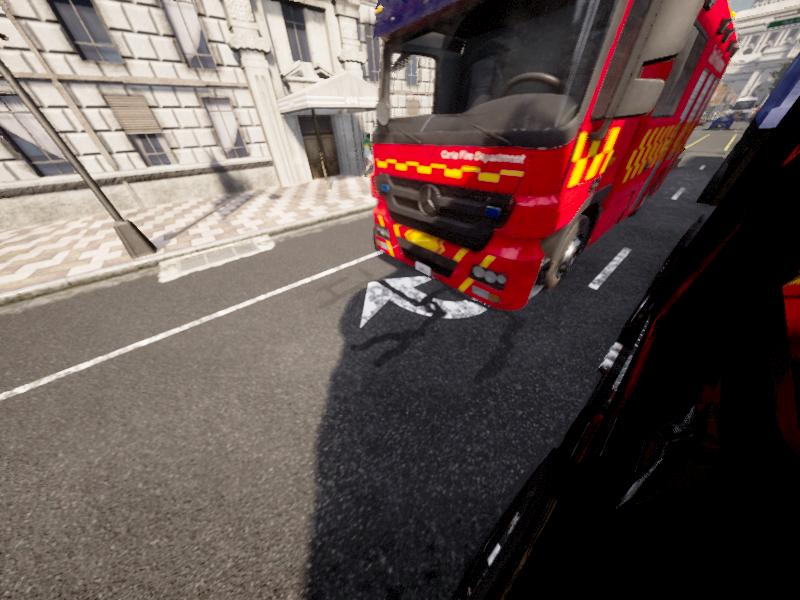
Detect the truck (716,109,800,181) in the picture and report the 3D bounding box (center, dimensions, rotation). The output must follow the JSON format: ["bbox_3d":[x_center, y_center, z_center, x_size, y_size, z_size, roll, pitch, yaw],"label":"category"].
[{"bbox_3d":[16.452,-6.852,9.947,6.274,2.098,2.390,-28,43,-30],"label":"truck"}]

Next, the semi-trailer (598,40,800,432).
[{"bbox_3d":[8.689,-3.625,4.216,14.254,4.402,2.717,-28,44,-30],"label":"semi-trailer"}]

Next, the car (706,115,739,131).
[{"bbox_3d":[44.899,-24.653,32.140,5.008,1.535,1.882,-28,44,-29],"label":"car"}]

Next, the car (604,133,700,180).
[{"bbox_3d":[11.684,-6.750,10.711,4.181,1.385,1.994,-28,44,-30],"label":"car"}]

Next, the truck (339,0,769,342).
[{"bbox_3d":[3.526,-3.376,4.729,8.468,3.827,2.891,-28,44,-30],"label":"truck"}]

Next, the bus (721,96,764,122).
[{"bbox_3d":[81.622,-45.448,55.053,10.273,4.253,3.944,-28,44,-30],"label":"bus"}]

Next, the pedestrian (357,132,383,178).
[{"bbox_3d":[-1.482,-7.220,11.517,0.751,1.860,0.751,26,46,33],"label":"pedestrian"}]

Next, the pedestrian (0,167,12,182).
[{"bbox_3d":[-29.073,-9.462,16.350,0.751,1.860,0.751,24,45,31],"label":"pedestrian"}]

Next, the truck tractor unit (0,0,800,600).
[{"bbox_3d":[2.645,-0.295,0.351,6.516,4.208,3.053,-28,44,-30],"label":"truck tractor unit"}]
